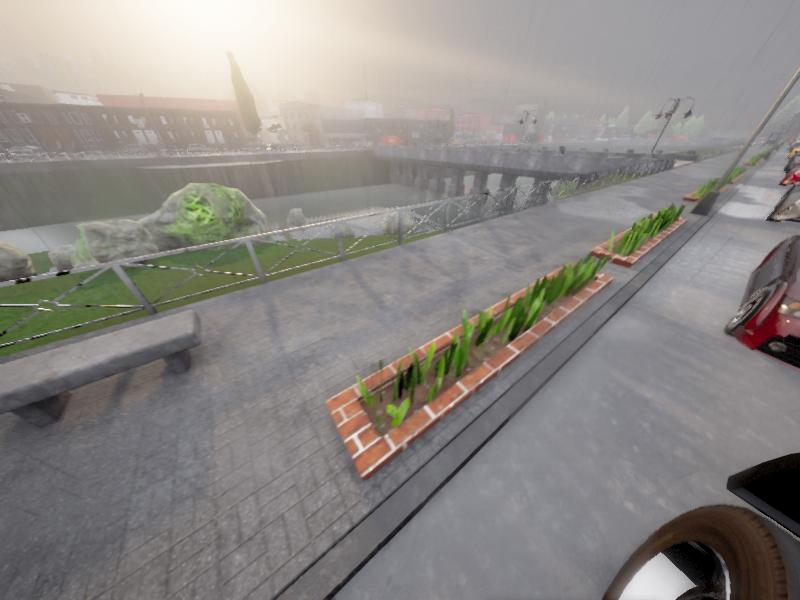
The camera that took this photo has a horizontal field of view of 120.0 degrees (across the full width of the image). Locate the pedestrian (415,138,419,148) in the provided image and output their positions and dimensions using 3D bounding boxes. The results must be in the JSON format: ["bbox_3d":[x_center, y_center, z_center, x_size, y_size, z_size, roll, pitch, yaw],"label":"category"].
[{"bbox_3d":[4.192,-38.953,57.286,0.751,1.860,0.751,-17,39,-23],"label":"pedestrian"}]

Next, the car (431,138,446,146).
[{"bbox_3d":[11.400,-46.310,67.868,3.866,1.878,1.905,-23,41,-28],"label":"car"}]

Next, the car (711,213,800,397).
[{"bbox_3d":[6.133,-0.077,2.779,4.181,1.385,1.994,-22,41,-28],"label":"car"}]

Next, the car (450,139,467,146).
[{"bbox_3d":[18.159,-49.007,71.922,5.366,1.575,1.801,-23,41,-28],"label":"car"}]

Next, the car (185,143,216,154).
[{"bbox_3d":[-35.109,-26.683,40.749,3.806,1.475,1.970,-23,41,-28],"label":"car"}]

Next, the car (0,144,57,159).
[{"bbox_3d":[-54.589,-21.424,33.306,5.238,1.638,1.930,-23,41,-28],"label":"car"}]

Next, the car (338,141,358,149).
[{"bbox_3d":[-12.071,-36.375,54.197,3.988,1.617,1.851,-23,41,-28],"label":"car"}]

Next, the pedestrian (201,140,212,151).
[{"bbox_3d":[-38.003,-30.380,45.460,0.751,1.860,0.751,6,36,9],"label":"pedestrian"}]

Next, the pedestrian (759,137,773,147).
[{"bbox_3d":[79.225,-34.282,50.051,0.751,1.860,0.751,-21,40,-27],"label":"pedestrian"}]

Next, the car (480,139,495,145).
[{"bbox_3d":[29.867,-53.928,78.766,4.974,1.542,2.038,-23,41,-28],"label":"car"}]

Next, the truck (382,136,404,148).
[{"bbox_3d":[-1.790,-41.034,59.970,5.204,2.467,2.627,-23,41,-28],"label":"truck"}]

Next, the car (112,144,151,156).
[{"bbox_3d":[-45.100,-25.324,38.902,3.806,1.475,1.970,-23,41,-28],"label":"car"}]

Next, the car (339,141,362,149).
[{"bbox_3d":[-12.369,-39.083,58.056,4.974,1.542,2.038,-23,41,-28],"label":"car"}]

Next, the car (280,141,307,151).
[{"bbox_3d":[-23.610,-34.377,51.438,4.856,1.649,2.033,-23,41,-28],"label":"car"}]

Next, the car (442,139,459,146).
[{"bbox_3d":[16.345,-51.128,74.860,5.238,1.638,1.930,-23,41,-28],"label":"car"}]

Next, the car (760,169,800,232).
[{"bbox_3d":[13.358,-3.175,6.978,4.514,1.525,2.007,-22,41,-28],"label":"car"}]

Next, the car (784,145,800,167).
[{"bbox_3d":[35.886,-12.619,20.188,3.633,1.501,1.845,-23,41,-28],"label":"car"}]

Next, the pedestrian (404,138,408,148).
[{"bbox_3d":[1.310,-34.313,50.484,0.751,1.860,0.751,-15,38,-20],"label":"pedestrian"}]

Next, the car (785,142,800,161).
[{"bbox_3d":[45.286,-16.556,25.688,5.008,1.535,1.882,-23,41,-28],"label":"car"}]

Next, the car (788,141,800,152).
[{"bbox_3d":[66.061,-25.190,37.892,4.181,1.385,1.994,-23,41,-28],"label":"car"}]

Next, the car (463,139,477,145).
[{"bbox_3d":[24.154,-54.342,79.473,4.892,1.490,1.837,-23,41,-28],"label":"car"}]

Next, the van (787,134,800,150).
[{"bbox_3d":[76.449,-29.966,43.674,6.366,2.431,2.351,-23,41,-28],"label":"van"}]

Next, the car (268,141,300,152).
[{"bbox_3d":[-23.693,-31.526,47.383,5.238,1.638,1.930,-23,41,-28],"label":"car"}]

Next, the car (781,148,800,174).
[{"bbox_3d":[29.826,-10.084,16.689,4.193,1.474,1.816,-23,41,-29],"label":"car"}]

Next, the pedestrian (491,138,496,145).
[{"bbox_3d":[30.390,-51.616,75.025,0.751,1.860,0.751,-12,37,-16],"label":"pedestrian"}]

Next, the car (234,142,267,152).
[{"bbox_3d":[-30.498,-31.490,47.386,5.238,1.638,1.930,-22,41,-29],"label":"car"}]

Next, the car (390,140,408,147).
[{"bbox_3d":[-0.246,-44.138,65.171,5.008,1.535,1.882,-23,41,-28],"label":"car"}]

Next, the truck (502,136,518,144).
[{"bbox_3d":[40.319,-58.667,84.636,5.204,2.467,2.627,-23,41,-28],"label":"truck"}]

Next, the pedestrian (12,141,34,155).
[{"bbox_3d":[-60.667,-24.403,37.191,0.751,1.860,0.751,-16,38,-20],"label":"pedestrian"}]

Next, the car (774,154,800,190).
[{"bbox_3d":[22.001,-6.786,12.030,4.514,1.525,2.007,-22,41,-28],"label":"car"}]
